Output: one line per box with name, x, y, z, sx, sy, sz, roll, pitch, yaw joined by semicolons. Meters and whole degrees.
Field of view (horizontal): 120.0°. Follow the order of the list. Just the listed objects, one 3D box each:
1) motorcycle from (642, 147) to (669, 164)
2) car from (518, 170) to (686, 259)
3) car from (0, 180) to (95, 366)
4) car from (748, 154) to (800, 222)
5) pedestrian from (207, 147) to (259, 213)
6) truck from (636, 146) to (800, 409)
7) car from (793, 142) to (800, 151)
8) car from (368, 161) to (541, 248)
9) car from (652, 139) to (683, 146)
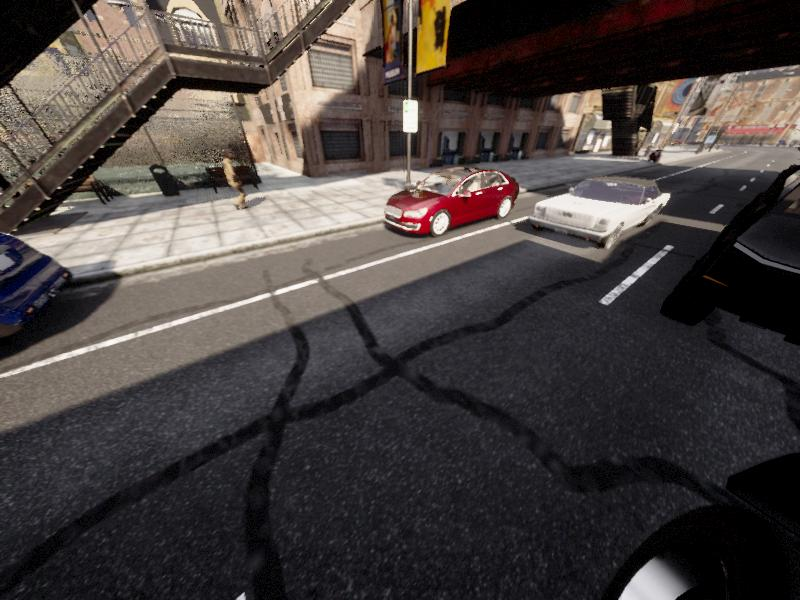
motorcycle;24.138;-13.737;21.881;0.856;1.236;1.805;14;38;20
car;5.792;-2.700;6.581;4.718;1.301;1.895;-22;41;-28
car;-7.060;0.224;2.110;4.553;1.767;2.185;-23;41;-28
car;14.733;-4.013;8.068;5.238;1.638;1.930;-22;40;-28
pedestrian;-5.572;-4.036;7.780;0.751;1.860;0.751;-24;42;-30
truck;6.545;-0.857;3.300;6.274;2.098;2.390;-22;40;-28
car;70.521;-26.082;39.036;2.242;1.667;4.611;19;40;25
car;1.760;-3.271;7.220;4.892;1.521;2.231;-23;41;-28
car;73.115;-43.147;63.256;1.801;1.575;5.366;-5;35;-6
